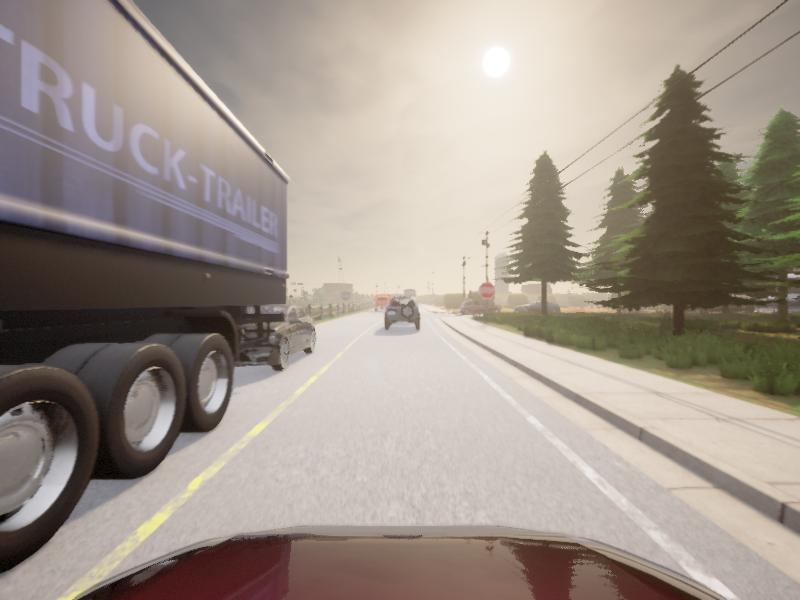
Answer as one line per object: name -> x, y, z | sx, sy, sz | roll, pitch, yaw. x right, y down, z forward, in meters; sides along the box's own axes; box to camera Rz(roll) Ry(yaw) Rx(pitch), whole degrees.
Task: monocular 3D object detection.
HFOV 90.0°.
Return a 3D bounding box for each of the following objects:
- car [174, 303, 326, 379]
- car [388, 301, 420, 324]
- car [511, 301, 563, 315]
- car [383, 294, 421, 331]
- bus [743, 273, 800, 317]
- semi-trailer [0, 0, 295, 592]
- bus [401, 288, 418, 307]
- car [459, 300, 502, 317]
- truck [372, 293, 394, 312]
car -> -3.481, 0.845, 10.513 | 2.128, 1.511, 4.902 | 0, 0, 0
car -> 0.386, 0.822, 28.990 | 2.007, 1.525, 4.514 | 0, 0, 4
car -> 14.764, 0.865, 43.323 | 4.902, 1.511, 2.128 | 0, 0, -1
car -> 0.155, 0.646, 22.457 | 1.932, 1.855, 4.605 | 0, 0, 1
bus -> 41.464, -0.504, 40.414 | 10.273, 4.253, 3.944 | 0, 0, -1
semi-trailer -> -3.526, -0.618, 1.073 | 2.717, 4.402, 14.254 | 0, 0, 0
bus -> 2.256, -0.541, 95.614 | 3.944, 4.253, 10.273 | 0, 0, 2
car -> 7.935, 0.818, 39.691 | 3.988, 1.617, 1.851 | 0, 0, 0
truck -> -2.341, 0.348, 56.401 | 2.627, 2.467, 5.204 | 0, 0, 2
